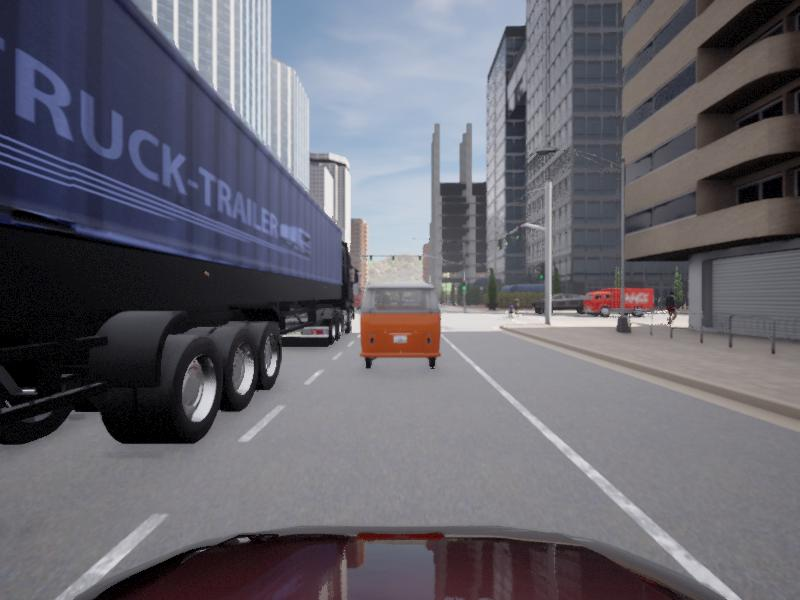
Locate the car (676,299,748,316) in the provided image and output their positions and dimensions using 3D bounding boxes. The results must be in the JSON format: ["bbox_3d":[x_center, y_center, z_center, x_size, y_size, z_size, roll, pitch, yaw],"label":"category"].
[{"bbox_3d":[29.660,0.658,38.096,5.366,1.575,1.801,0,0,2],"label":"car"}]

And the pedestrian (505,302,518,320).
[{"bbox_3d":[8.269,0.805,29.806,0.751,1.300,0.751,0,0,-1],"label":"pedestrian"}]

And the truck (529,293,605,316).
[{"bbox_3d":[15.939,0.398,38.405,6.274,2.098,2.390,0,0,1],"label":"truck"}]

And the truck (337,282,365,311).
[{"bbox_3d":[-6.836,-0.535,57.088,2.891,3.827,8.468,0,0,0],"label":"truck"}]

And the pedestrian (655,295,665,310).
[{"bbox_3d":[31.231,0.281,48.050,0.751,1.860,0.751,0,0,2],"label":"pedestrian"}]

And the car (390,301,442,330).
[{"bbox_3d":[1.020,0.785,22.625,1.812,1.442,4.674,0,0,17],"label":"car"}]

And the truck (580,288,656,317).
[{"bbox_3d":[18.832,0.226,34.852,5.204,2.467,2.627,0,0,1],"label":"truck"}]

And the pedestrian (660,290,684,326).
[{"bbox_3d":[14.345,0.406,21.104,0.751,1.860,0.751,0,0,-8],"label":"pedestrian"}]

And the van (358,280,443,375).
[{"bbox_3d":[0.017,0.559,10.587,1.775,1.987,4.442,0,0,0],"label":"van"}]

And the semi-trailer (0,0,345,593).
[{"bbox_3d":[-3.483,-0.649,8.313,2.717,4.402,14.254,0,0,0],"label":"semi-trailer"}]

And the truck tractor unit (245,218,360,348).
[{"bbox_3d":[-3.470,-0.579,16.227,3.053,4.208,6.516,0,0,0],"label":"truck tractor unit"}]

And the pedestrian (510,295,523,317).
[{"bbox_3d":[9.801,0.511,33.636,0.751,1.860,0.751,0,0,-17],"label":"pedestrian"}]
